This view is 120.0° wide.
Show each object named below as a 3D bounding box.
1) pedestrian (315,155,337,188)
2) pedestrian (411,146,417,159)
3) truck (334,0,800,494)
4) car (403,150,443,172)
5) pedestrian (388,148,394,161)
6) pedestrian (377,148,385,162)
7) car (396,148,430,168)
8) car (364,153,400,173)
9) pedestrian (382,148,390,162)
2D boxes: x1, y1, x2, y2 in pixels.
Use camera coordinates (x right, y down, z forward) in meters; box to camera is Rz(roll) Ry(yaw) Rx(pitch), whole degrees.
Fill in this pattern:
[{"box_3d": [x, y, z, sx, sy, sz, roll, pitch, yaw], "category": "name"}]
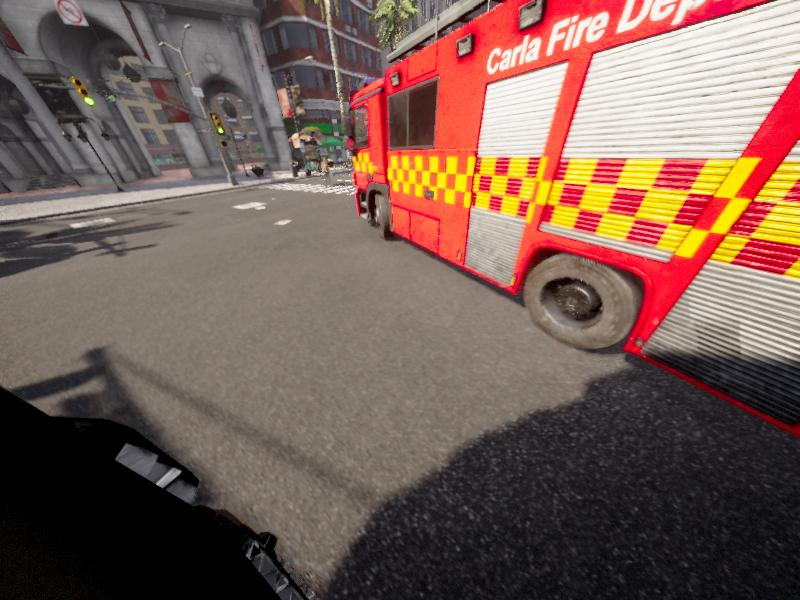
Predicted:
[{"box_3d": [-4.992, -8.667, 15.629, 0.751, 1.860, 0.751, 18, 39, 28], "category": "pedestrian"}, {"box_3d": [2.478, -26.470, 41.455, 0.751, 1.860, 0.751, 26, 43, 36], "category": "pedestrian"}, {"box_3d": [1.840, -2.603, 4.254, 2.891, 3.827, 8.468, -20, 37, -23], "category": "truck"}, {"box_3d": [2.517, -14.754, 24.450, 1.801, 1.575, 5.366, 18, 39, 28], "category": "car"}, {"box_3d": [-1.409, -23.695, 37.606, 0.751, 1.860, 0.751, -9, 34, -9], "category": "pedestrian"}, {"box_3d": [-2.954, -22.697, 36.234, 0.751, 1.860, 0.751, 19, 40, 29], "category": "pedestrian"}, {"box_3d": [1.705, -17.697, 28.736, 2.097, 1.767, 4.553, 18, 39, 28], "category": "car"}, {"box_3d": [-1.793, -14.484, 24.416, 1.789, 1.549, 3.705, 18, 39, 28], "category": "car"}, {"box_3d": [-2.245, -23.176, 36.895, 0.751, 1.860, 0.751, 21, 41, 31], "category": "pedestrian"}]
